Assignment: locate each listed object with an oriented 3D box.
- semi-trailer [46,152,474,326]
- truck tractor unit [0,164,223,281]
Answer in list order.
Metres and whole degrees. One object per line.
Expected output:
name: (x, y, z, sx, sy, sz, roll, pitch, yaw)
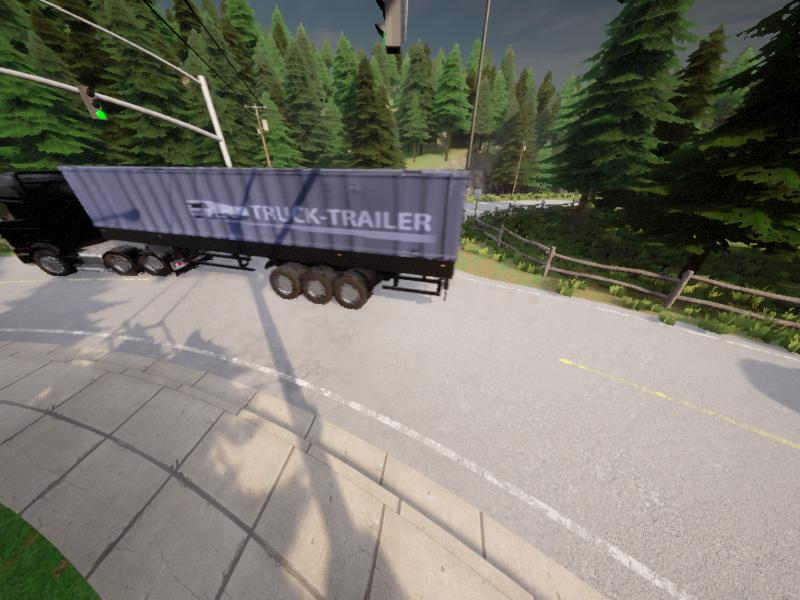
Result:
semi-trailer: (-5.003, -2.707, 8.583, 14.254, 4.402, 2.717, 8, 30, 13)
truck tractor unit: (-12.711, -3.411, 9.989, 6.516, 4.208, 3.053, 0, 30, 0)
